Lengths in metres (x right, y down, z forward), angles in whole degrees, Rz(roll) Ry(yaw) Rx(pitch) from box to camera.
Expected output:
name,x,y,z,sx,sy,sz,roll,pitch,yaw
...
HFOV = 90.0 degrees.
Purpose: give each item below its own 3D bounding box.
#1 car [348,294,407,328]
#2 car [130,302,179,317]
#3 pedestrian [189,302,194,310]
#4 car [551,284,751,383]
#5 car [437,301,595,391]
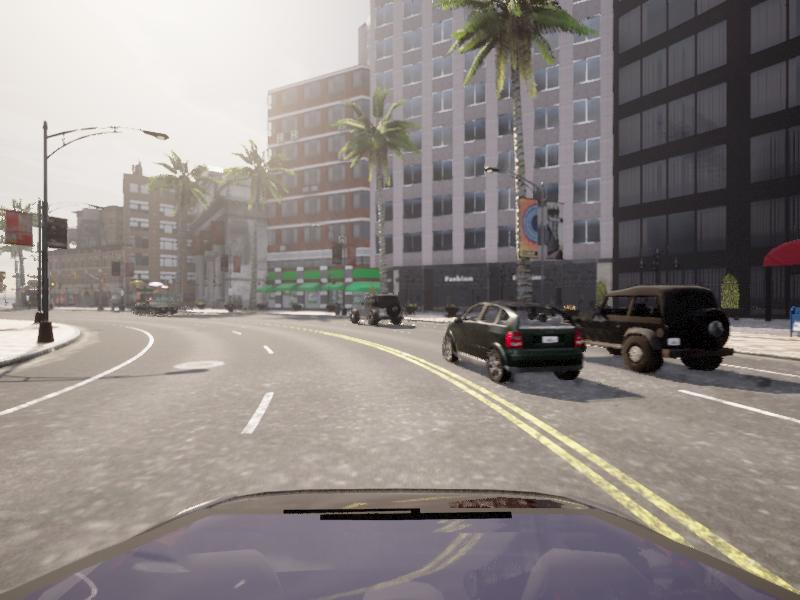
name,x,y,z,sx,sy,sz,roll,pitch,yaw
car,-1.461,0.614,24.717,1.905,1.878,3.866,0,0,-35
car,-23.757,0.897,38.686,4.718,1.301,1.895,0,0,27
pedestrian,-28.529,0.799,54.754,0.500,1.100,0.500,0,0,27
car,5.671,0.632,9.687,1.905,1.878,3.866,0,0,-14
car,2.279,0.803,8.941,1.789,1.549,3.705,0,0,-14
